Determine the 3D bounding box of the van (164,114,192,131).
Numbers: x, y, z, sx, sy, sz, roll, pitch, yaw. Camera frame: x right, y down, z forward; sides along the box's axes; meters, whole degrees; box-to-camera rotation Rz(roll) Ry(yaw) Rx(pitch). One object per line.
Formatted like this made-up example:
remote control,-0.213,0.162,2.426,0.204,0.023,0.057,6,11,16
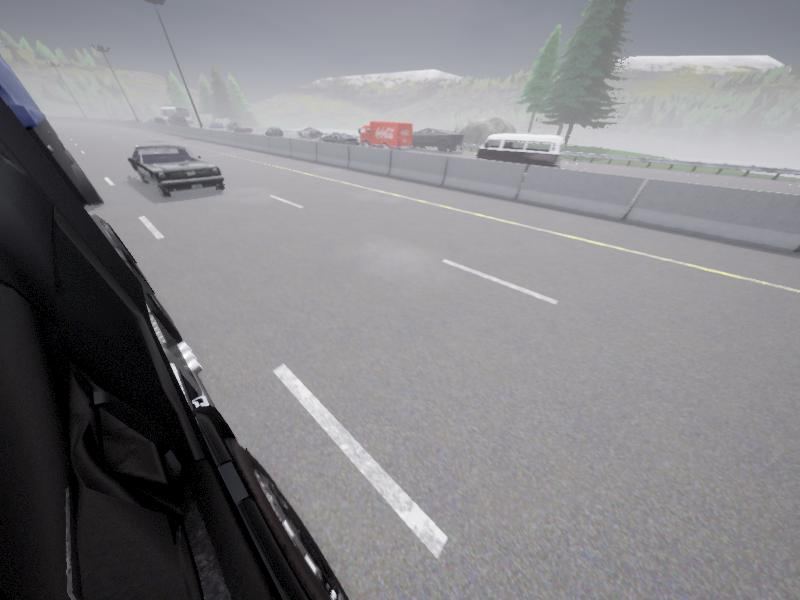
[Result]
van,-44.821,-35.800,46.602,5.915,2.561,1.988,28,44,30

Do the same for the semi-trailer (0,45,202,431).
semi-trailer,-8.702,-3.593,4.238,14.254,4.402,2.717,28,44,30

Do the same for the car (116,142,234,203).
car,-8.484,-4.958,8.659,4.718,1.301,1.895,28,44,30

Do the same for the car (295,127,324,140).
car,-15.013,-27.732,38.359,4.974,1.542,2.038,29,44,30

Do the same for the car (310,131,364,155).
car,-5.892,-14.663,21.513,4.902,1.511,2.128,28,44,30

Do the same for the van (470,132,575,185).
van,6.706,-8.181,13.151,4.480,2.038,2.069,28,44,30

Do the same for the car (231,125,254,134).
car,-30.772,-33.315,45.105,4.718,1.301,1.895,28,44,30

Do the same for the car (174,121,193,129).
car,-51.532,-41.580,54.938,4.718,1.301,1.895,26,43,28

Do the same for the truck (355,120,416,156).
truck,-1.480,-15.459,22.014,5.204,2.467,2.627,28,44,30

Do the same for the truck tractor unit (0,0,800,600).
truck tractor unit,-2.645,-0.295,0.351,6.516,4.208,3.053,28,44,30

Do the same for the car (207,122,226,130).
car,-47.149,-44.809,59.342,4.514,1.525,2.007,26,43,28

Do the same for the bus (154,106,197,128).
bus,-60.946,-49.769,62.843,10.273,4.253,3.944,22,41,24

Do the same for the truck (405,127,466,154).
truck,3.832,-17.981,25.961,6.274,2.098,2.390,28,44,30

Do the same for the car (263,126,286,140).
car,-19.085,-25.465,35.168,1.816,1.474,4.193,-23,44,-30
